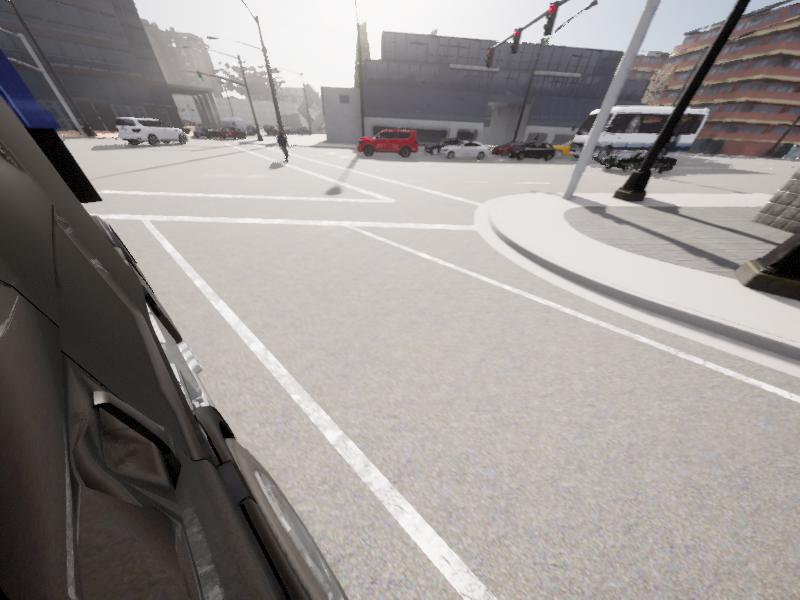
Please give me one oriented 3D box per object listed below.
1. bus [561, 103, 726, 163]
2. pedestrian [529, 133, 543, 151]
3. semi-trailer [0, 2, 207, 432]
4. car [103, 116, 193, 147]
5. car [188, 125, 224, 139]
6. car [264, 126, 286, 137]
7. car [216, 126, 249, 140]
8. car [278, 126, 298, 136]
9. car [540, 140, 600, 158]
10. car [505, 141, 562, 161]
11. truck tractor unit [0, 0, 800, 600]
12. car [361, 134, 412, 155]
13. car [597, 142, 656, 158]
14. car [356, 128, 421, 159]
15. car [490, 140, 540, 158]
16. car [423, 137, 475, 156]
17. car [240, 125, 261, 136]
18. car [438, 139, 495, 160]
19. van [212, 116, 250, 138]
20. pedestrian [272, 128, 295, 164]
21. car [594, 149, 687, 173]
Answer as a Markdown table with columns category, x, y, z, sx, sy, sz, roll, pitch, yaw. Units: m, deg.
| category | x | y | z | sx | sy | sz | roll | pitch | yaw |
| --- | --- | --- | --- | --- | --- | --- | --- | --- | --- |
| bus | 22.399 | -15.785 | 22.113 | 10.273 | 4.253 | 3.944 | -2 | 37 | -4 |
| pedestrian | 17.895 | -20.778 | 30.429 | 0.751 | 1.860 | 0.751 | -10 | 38 | -16 |
| semi-trailer | -9.027 | -3.355 | 3.880 | 14.254 | 4.402 | 2.717 | 24 | 41 | 26 |
| car | -23.057 | -15.720 | 21.636 | 2.150 | 2.045 | 5.566 | 3 | 36 | 0 |
| car | -27.127 | -23.613 | 32.460 | 1.816 | 1.474 | 4.193 | -1 | 37 | -5 |
| car | -24.814 | -33.623 | 45.964 | 1.930 | 1.638 | 5.238 | 0 | 37 | -4 |
| car | -23.735 | -23.827 | 32.973 | 1.816 | 1.474 | 4.193 | 0 | 37 | -4 |
| car | -24.876 | -37.813 | 51.604 | 1.930 | 1.638 | 5.238 | 3 | 37 | 0 |
| car | 18.719 | -16.725 | 25.573 | 5.008 | 1.535 | 1.882 | -2 | 37 | -4 |
| car | 12.743 | -14.394 | 22.330 | 4.193 | 1.474 | 1.816 | -2 | 37 | -4 |
| truck tractor unit | -2.645 | -0.295 | 0.352 | 6.516 | 4.208 | 3.053 | 28 | 44 | 30 |
| car | -1.380 | -16.158 | 23.988 | 5.008 | 1.535 | 1.882 | -1 | 37 | -5 |
| car | 25.462 | -16.958 | 26.094 | 4.674 | 1.442 | 1.812 | -2 | 37 | -4 |
| car | -1.068 | -14.272 | 21.035 | 5.566 | 2.045 | 2.150 | -1 | 37 | -5 |
| car | 12.384 | -16.429 | 25.140 | 4.181 | 1.385 | 1.994 | -1 | 37 | -3 |
| car | 5.080 | -16.273 | 24.543 | 4.892 | 1.490 | 1.837 | -2 | 37 | -5 |
| car | -28.225 | -32.092 | 43.766 | 1.845 | 1.501 | 3.633 | -1 | 37 | -5 |
| car | 6.198 | -14.189 | 21.827 | 4.674 | 1.442 | 1.812 | -2 | 37 | -5 |
| van | -27.646 | -28.503 | 38.122 | 1.988 | 2.561 | 5.915 | -1 | 37 | -5 |
| pedestrian | -7.499 | -9.925 | 14.931 | 0.751 | 1.860 | 0.751 | -22 | 43 | -30 |
| car | 17.655 | -10.294 | 17.122 | 4.718 | 1.301 | 1.895 | -2 | 37 | -4 |
